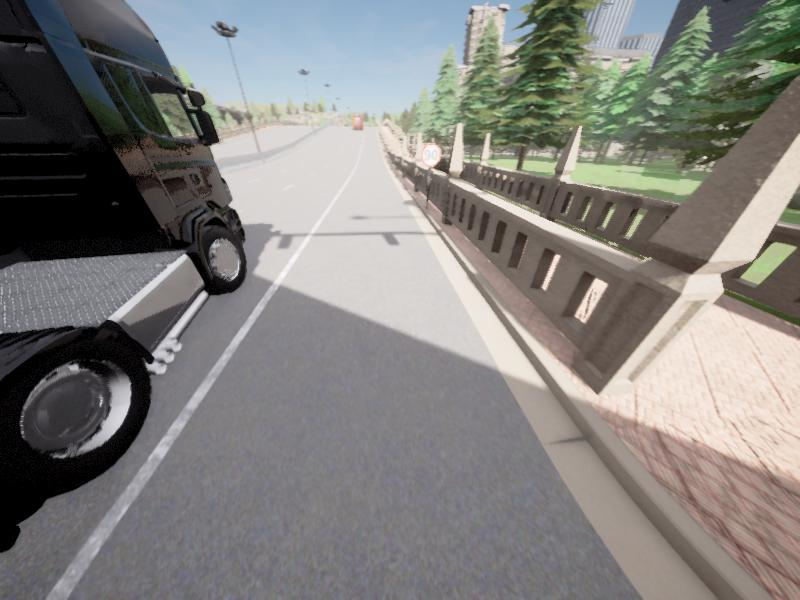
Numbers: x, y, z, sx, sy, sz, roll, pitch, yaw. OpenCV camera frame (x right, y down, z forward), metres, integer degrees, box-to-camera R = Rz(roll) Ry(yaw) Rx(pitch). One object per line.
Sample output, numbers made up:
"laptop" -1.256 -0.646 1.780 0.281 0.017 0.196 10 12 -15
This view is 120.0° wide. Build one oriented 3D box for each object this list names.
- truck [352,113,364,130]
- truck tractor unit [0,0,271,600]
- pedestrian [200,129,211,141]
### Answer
"truck" -13.216 -56.824 73.438 2.891 3.827 8.468 -3 40 -5
"truck tractor unit" -3.887 -0.812 1.551 3.053 4.208 6.516 -7 35 -11
"pedestrian" -38.077 -32.220 45.217 0.751 1.860 0.751 -3 34 -5
